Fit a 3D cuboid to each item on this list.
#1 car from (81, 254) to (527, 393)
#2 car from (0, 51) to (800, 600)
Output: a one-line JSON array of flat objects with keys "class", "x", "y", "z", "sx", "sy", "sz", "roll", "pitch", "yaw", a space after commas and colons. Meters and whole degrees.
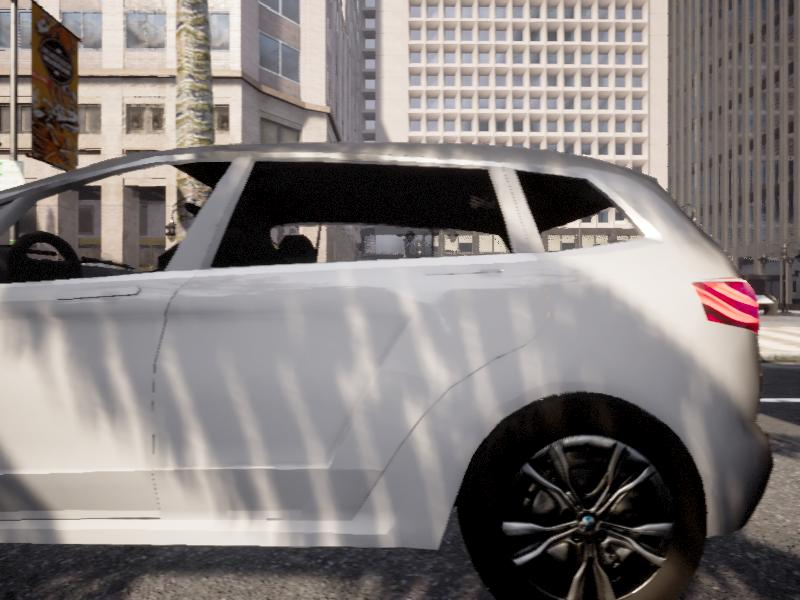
[{"class": "car", "x": -1.036, "y": 0.253, "z": 5.390, "sx": 4.792, "sy": 1.488, "sz": 2.163, "roll": 0, "pitch": 0, "yaw": -1}, {"class": "car", "x": -0.904, "y": 0.156, "z": 2.209, "sx": 4.611, "sy": 1.667, "sz": 2.242, "roll": 0, "pitch": 0, "yaw": 0}]
